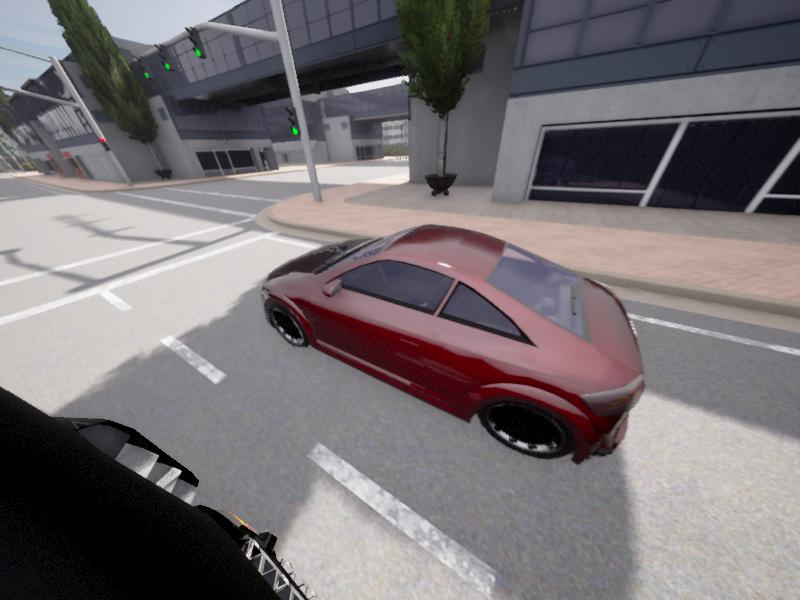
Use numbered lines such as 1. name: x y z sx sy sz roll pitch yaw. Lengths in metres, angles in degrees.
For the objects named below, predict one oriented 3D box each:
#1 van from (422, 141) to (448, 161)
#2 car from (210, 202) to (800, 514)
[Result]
1. van: 5.828 -24.553 38.059 1.988 2.561 5.915 16 38 26
2. car: 0.165 -0.120 2.823 4.181 1.385 1.994 16 38 26
